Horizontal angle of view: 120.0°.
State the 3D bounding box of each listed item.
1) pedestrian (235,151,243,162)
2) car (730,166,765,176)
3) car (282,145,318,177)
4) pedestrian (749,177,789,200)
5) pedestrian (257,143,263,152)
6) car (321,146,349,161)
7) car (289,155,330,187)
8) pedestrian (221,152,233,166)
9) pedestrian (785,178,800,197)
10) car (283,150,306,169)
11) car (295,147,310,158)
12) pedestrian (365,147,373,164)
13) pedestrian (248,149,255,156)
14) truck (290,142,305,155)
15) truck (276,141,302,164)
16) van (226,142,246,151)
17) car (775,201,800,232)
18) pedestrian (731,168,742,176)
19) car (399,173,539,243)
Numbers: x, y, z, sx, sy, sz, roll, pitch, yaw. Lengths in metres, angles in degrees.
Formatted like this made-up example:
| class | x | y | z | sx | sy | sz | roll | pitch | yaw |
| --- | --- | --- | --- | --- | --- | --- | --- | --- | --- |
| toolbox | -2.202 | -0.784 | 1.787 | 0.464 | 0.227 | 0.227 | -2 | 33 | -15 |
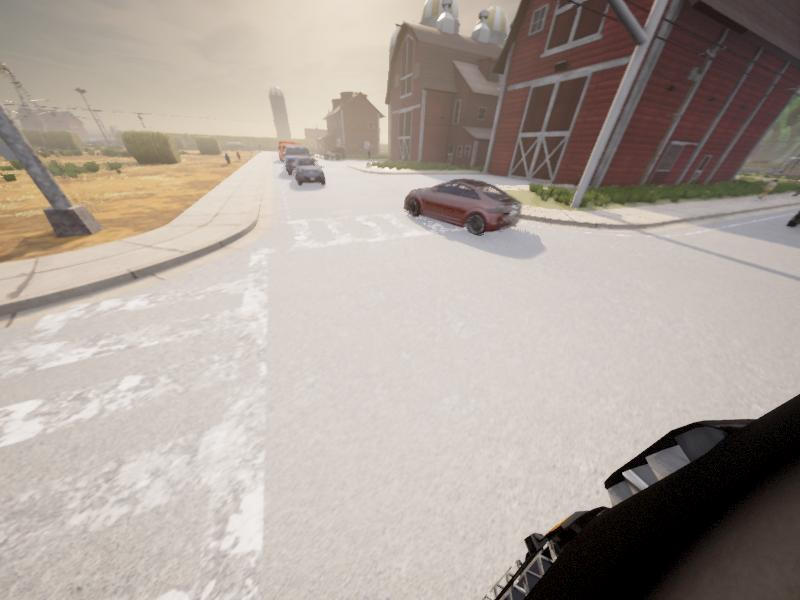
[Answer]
| class | x | y | z | sx | sy | sz | roll | pitch | yaw |
| --- | --- | --- | --- | --- | --- | --- | --- | --- | --- |
| pedestrian | -19.064 | -17.009 | 27.357 | 0.500 | 1.100 | 0.500 | -12 | 36 | -21 |
| car | 76.673 | -28.521 | 51.034 | 3.806 | 1.475 | 1.970 | 8 | 34 | 9 |
| car | -8.781 | -12.162 | 20.073 | 2.150 | 2.045 | 5.566 | -12 | 36 | -21 |
| pedestrian | 24.511 | -7.440 | 15.376 | 0.751 | 1.300 | 0.751 | -12 | 36 | -21 |
| pedestrian | -36.914 | -40.188 | 60.878 | 0.751 | 1.860 | 0.751 | -14 | 37 | -23 |
| car | -11.171 | -25.305 | 39.812 | 3.866 | 1.878 | 1.905 | 13 | 40 | 19 |
| car | -5.989 | -8.484 | 15.104 | 1.845 | 1.501 | 3.633 | -13 | 36 | -21 |
| pedestrian | -16.698 | -13.635 | 22.361 | 0.500 | 1.100 | 0.500 | -5 | 34 | -11 |
| pedestrian | 30.128 | -8.673 | 17.098 | 0.751 | 1.860 | 0.751 | -10 | 35 | -18 |
| car | -11.545 | -15.344 | 25.200 | 1.789 | 1.549 | 3.705 | -13 | 36 | -21 |
| car | -20.174 | -30.640 | 47.916 | 2.152 | 1.651 | 5.027 | -12 | 36 | -21 |
| pedestrian | -4.178 | -19.549 | 31.257 | 0.751 | 1.860 | 0.751 | -26 | 43 | -36 |
| pedestrian | -25.365 | -25.211 | 39.465 | 0.500 | 1.100 | 0.500 | -25 | 42 | -35 |
| truck | -25.801 | -37.976 | 57.920 | 2.627 | 2.467 | 5.204 | -12 | 34 | -21 |
| truck | -15.477 | -20.598 | 32.095 | 2.627 | 2.467 | 5.204 | -13 | 37 | -21 |
| van | -48.861 | -45.815 | 68.918 | 4.480 | 2.038 | 2.069 | -12 | 36 | -21 |
| car | 18.159 | -3.634 | 9.184 | 5.238 | 1.638 | 1.930 | -12 | 36 | -20 |
| pedestrian | 60.608 | -23.018 | 41.577 | 0.500 | 1.100 | 0.500 | 2 | 33 | -1 |
| car | 2.081 | -3.476 | 8.134 | 1.994 | 1.385 | 4.181 | -24 | 42 | -34 |
